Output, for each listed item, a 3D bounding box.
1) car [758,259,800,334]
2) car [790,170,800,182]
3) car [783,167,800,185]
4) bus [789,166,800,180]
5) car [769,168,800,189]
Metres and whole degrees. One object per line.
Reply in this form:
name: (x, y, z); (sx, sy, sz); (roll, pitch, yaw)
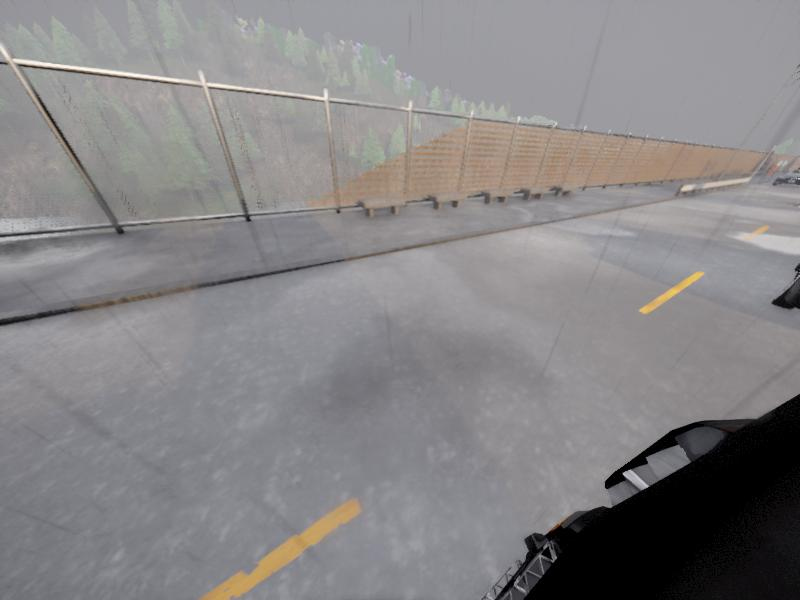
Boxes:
car: (8.471, -0.486, 3.737); (5.008, 1.535, 1.882); (-16, 38, -26)
car: (55.742, -16.946, 31.213); (4.611, 1.667, 2.242); (-16, 38, -26)
car: (48.889, -14.924, 27.795); (4.856, 1.649, 2.033); (-16, 38, -26)
bus: (65.373, -20.757, 35.179); (10.273, 4.253, 3.944); (-16, 38, -26)
car: (41.366, -12.713, 24.026); (5.027, 1.651, 2.152); (-16, 38, -25)
